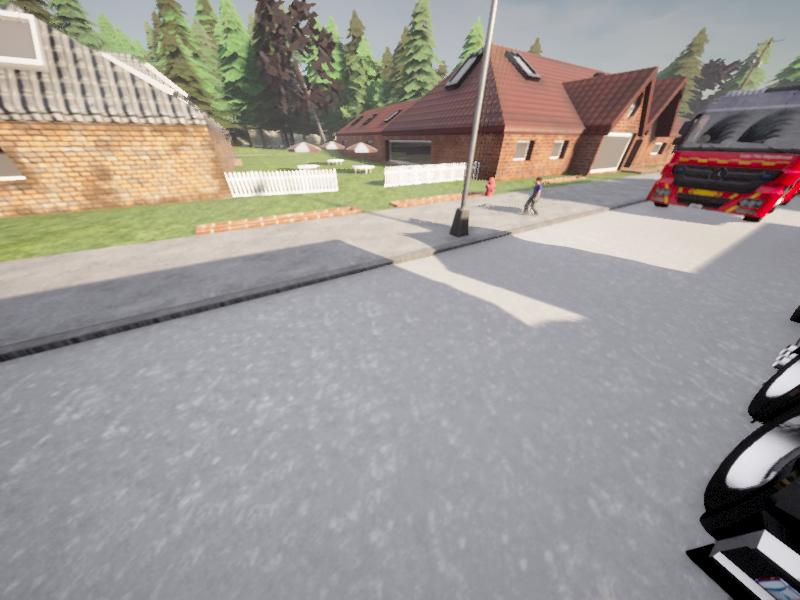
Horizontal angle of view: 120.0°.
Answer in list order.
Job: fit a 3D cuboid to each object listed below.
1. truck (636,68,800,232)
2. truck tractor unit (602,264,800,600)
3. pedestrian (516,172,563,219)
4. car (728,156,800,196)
[{"bbox_3d":[13.756,-5.589,8.788,8.468,3.827,2.891,-18,39,-24],"label":"truck"},{"bbox_3d":[5.108,-0.304,0.781,6.516,4.208,3.053,-18,39,-24],"label":"truck tractor unit"},{"bbox_3d":[4.585,-3.496,7.702,0.751,1.300,0.751,2,35,3],"label":"pedestrian"},{"bbox_3d":[21.592,-7.183,13.167,4.902,1.511,2.128,-18,39,-24],"label":"car"}]
